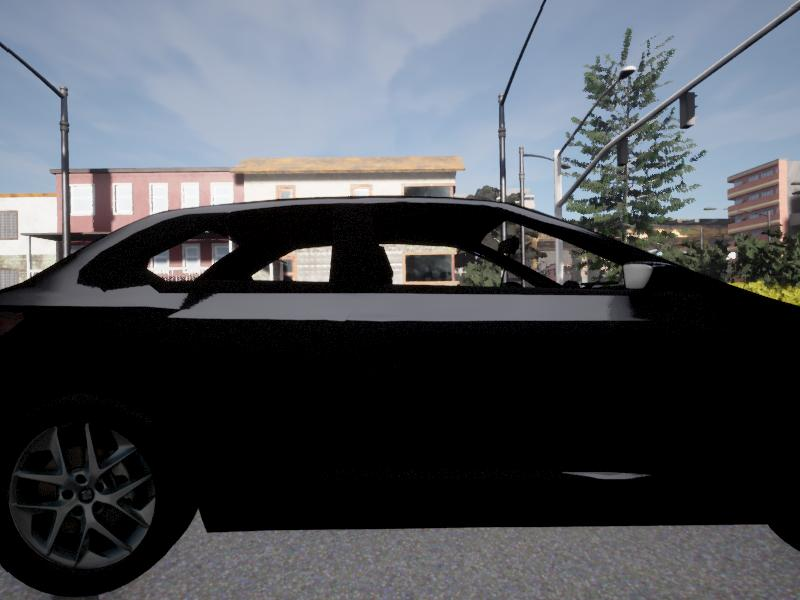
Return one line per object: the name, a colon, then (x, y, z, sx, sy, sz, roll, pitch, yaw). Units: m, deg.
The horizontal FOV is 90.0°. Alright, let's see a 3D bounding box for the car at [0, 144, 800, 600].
car: (0.342, 0.254, 2.184, 4.193, 1.474, 1.816, 0, 0, -1)
